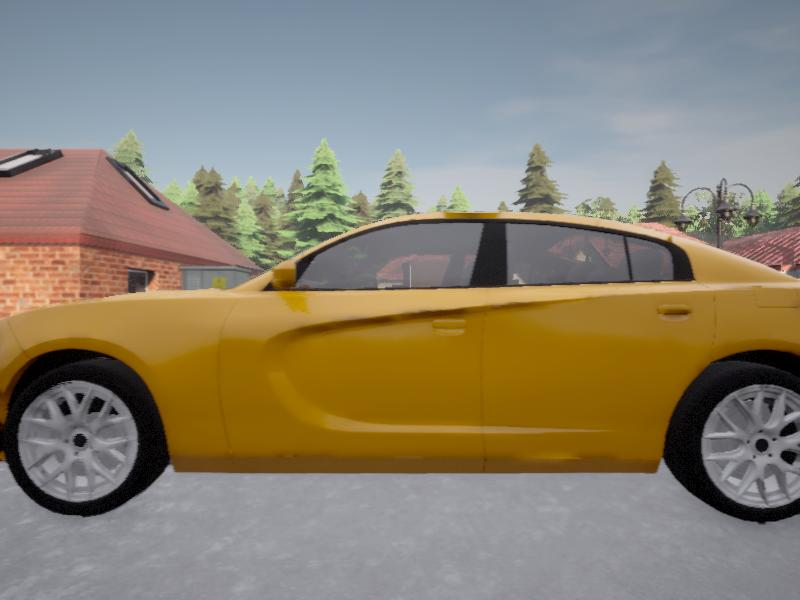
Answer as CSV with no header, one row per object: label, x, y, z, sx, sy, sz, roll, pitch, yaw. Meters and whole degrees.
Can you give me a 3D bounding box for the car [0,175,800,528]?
car,0.180,0.222,2.701,5.008,1.535,1.882,0,0,0
